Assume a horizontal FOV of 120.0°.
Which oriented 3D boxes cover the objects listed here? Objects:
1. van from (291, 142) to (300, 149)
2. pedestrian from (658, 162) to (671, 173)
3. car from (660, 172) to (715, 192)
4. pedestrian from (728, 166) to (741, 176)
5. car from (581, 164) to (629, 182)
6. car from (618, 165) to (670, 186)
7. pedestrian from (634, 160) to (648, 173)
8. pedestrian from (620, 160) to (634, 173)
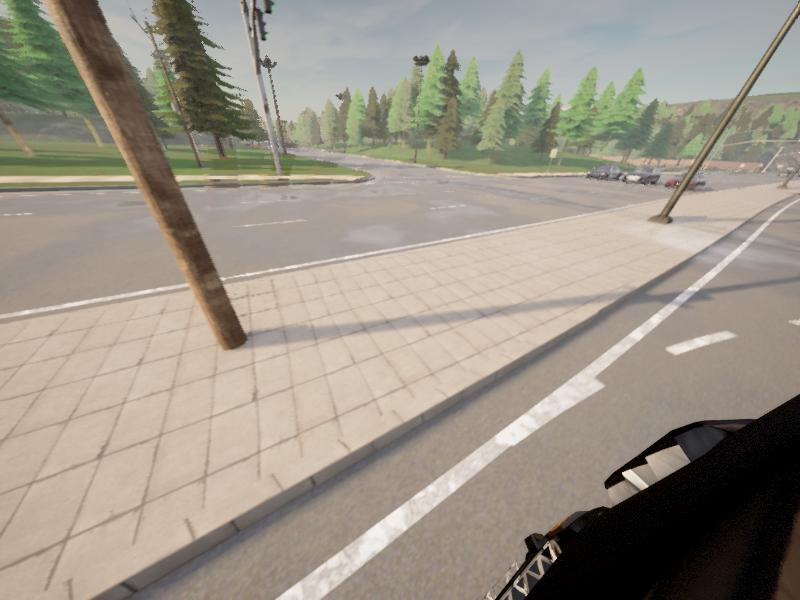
[{"bbox_3d":[-37.281,-55.353,82.569,2.069,2.038,4.480,-15,38,-25],"label":"van"},{"bbox_3d":[51.614,-25.940,45.118,0.751,1.860,0.751,-15,37,-24],"label":"pedestrian"},{"bbox_3d":[26.722,-11.043,21.481,4.181,1.385,1.994,-16,38,-26],"label":"car"},{"bbox_3d":[73.598,-28.406,50.874,0.751,1.860,0.751,-24,42,-34],"label":"pedestrian"},{"bbox_3d":[23.550,-14.687,26.571,4.974,1.542,2.038,-16,38,-26],"label":"car"},{"bbox_3d":[25.518,-13.057,24.185,4.856,1.649,2.033,-16,38,-26],"label":"car"},{"bbox_3d":[41.878,-23.173,40.177,0.751,1.860,0.751,-14,37,-24],"label":"pedestrian"},{"bbox_3d":[37.756,-22.221,38.415,0.751,1.860,0.751,-15,38,-25],"label":"pedestrian"}]
